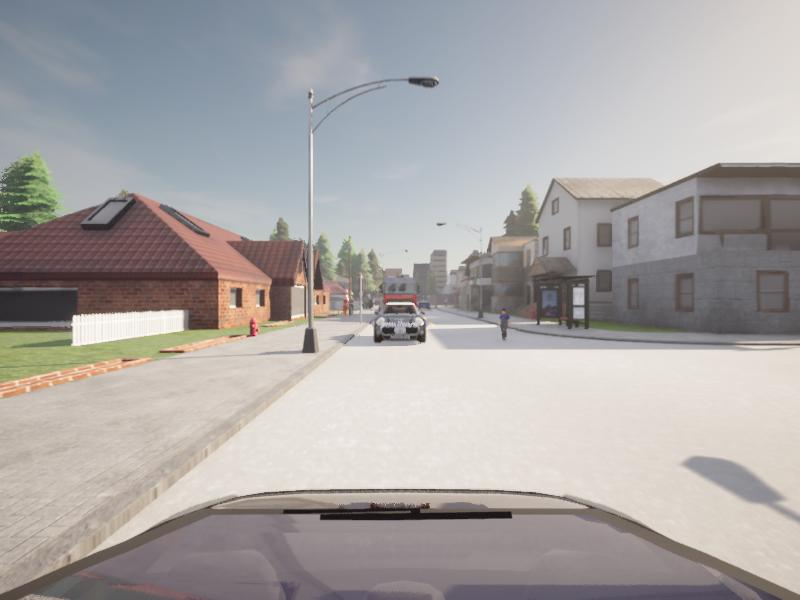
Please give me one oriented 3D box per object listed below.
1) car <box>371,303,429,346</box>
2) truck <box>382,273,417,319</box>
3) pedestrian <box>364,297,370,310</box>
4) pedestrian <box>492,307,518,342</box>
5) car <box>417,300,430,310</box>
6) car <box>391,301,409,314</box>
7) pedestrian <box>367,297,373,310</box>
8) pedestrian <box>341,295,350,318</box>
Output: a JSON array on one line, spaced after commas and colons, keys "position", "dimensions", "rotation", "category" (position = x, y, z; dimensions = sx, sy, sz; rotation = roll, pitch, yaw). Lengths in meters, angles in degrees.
[{"position": [0.000, 0.848, 15.722], "dimensions": [1.970, 1.475, 3.806], "rotation": [0, 0, 0], "category": "car"}, {"position": [-0.007, -0.331, 37.182], "dimensions": [2.891, 3.827, 8.468], "rotation": [0, 0, 0], "category": "truck"}, {"position": [-4.954, 0.517, 59.430], "dimensions": [0.751, 1.860, 0.751], "rotation": [0, 0, 4], "category": "pedestrian"}, {"position": [4.057, 0.912, 15.439], "dimensions": [0.751, 1.300, 0.751], "rotation": [0, 0, 40], "category": "pedestrian"}, {"position": [3.995, 0.803, 67.884], "dimensions": [1.882, 1.535, 5.008], "rotation": [0, 0, 0], "category": "car"}, {"position": [-0.003, 0.823, 48.501], "dimensions": [2.128, 1.511, 4.902], "rotation": [0, 0, 0], "category": "car"}, {"position": [-4.509, 0.516, 59.967], "dimensions": [0.751, 1.860, 0.751], "rotation": [0, 0, -6], "category": "pedestrian"}, {"position": [-4.579, 0.523, 33.375], "dimensions": [0.751, 1.860, 0.751], "rotation": [0, 0, -9], "category": "pedestrian"}]
